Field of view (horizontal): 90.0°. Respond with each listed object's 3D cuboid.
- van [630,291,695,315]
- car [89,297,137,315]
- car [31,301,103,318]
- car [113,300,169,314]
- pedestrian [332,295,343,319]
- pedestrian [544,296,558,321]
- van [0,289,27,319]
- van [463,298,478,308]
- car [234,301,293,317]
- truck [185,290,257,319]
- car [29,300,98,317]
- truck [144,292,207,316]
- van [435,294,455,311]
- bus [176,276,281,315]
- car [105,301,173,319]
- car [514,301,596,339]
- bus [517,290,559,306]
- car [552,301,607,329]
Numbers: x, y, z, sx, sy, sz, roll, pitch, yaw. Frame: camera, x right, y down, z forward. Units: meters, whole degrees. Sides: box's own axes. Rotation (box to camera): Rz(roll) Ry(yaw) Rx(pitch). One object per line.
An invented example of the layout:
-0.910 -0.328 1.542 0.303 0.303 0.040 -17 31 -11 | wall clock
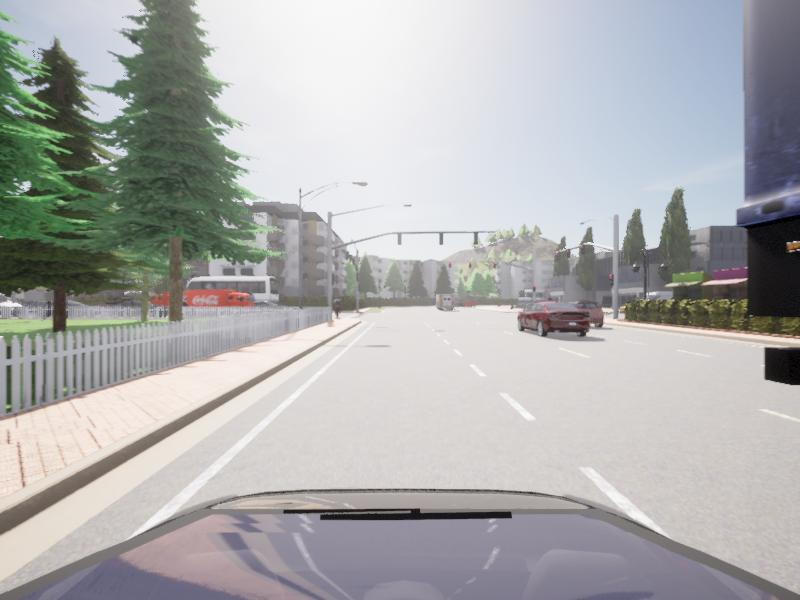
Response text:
29.231 0.328 44.632 5.915 2.561 1.988 0 0 1 | van
-30.531 0.652 42.639 3.866 1.878 1.905 0 0 2 | car
-29.589 0.849 35.613 4.892 1.490 1.837 0 0 2 | car
-29.836 0.807 46.123 5.366 1.575 1.801 0 0 1 | car
-4.968 0.539 31.805 0.751 1.860 0.751 0 0 -5 | pedestrian
11.445 0.641 30.358 0.751 1.860 0.751 0 0 2 | pedestrian
-37.243 0.327 35.804 5.915 2.561 1.988 0 0 1 | van
14.881 0.609 84.034 1.775 1.987 4.442 0 0 28 | van
-13.129 0.841 38.698 4.902 1.511 2.128 0 0 2 | car
-15.676 0.361 35.262 5.204 2.467 2.627 0 0 2 | truck
-32.887 0.786 39.198 5.027 1.651 2.152 0 0 1 | car
-23.760 0.362 42.465 5.204 2.467 2.627 0 0 2 | truck
6.981 0.386 62.974 2.351 2.431 6.366 0 0 -1 | van
-19.351 -0.528 45.737 10.273 4.253 3.944 0 0 1 | bus
-23.031 0.849 35.446 4.892 1.490 1.837 0 0 1 | car
7.000 0.825 18.680 1.882 1.535 5.008 0 0 0 | car
36.787 -0.525 106.658 10.273 4.253 3.944 0 0 -17 | bus
10.601 0.830 23.907 1.845 1.501 3.633 0 0 3 | car
